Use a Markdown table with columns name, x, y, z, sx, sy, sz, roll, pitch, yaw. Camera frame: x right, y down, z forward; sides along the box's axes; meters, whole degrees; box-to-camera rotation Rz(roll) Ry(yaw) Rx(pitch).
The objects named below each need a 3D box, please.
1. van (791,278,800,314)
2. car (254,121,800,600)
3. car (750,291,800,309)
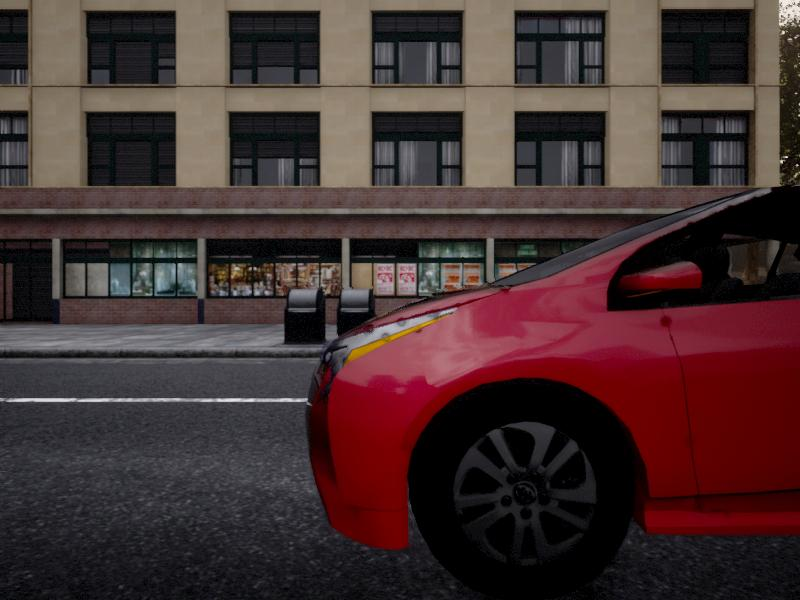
| name | x | y | z | sx | sy | sz | roll | pitch | yaw |
| --- | --- | --- | --- | --- | --- | --- | --- | --- | --- |
| van | 29.996 | -0.300 | 26.659 | 1.988 | 2.561 | 5.915 | 0 | 0 | -1 |
| car | 1.821 | 0.227 | 2.196 | 4.514 | 1.525 | 2.007 | 0 | 0 | 0 |
| car | 40.765 | 0.018 | 43.458 | 3.866 | 1.878 | 1.905 | 0 | 0 | -4 |
